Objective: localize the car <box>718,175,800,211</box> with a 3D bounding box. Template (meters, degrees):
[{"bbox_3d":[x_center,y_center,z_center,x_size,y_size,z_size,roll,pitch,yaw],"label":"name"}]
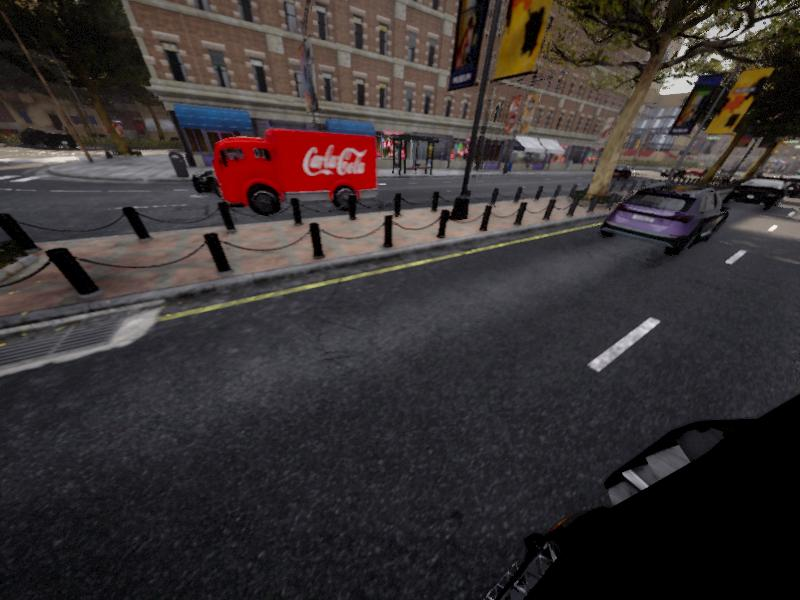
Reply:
[{"bbox_3d":[22.871,-6.895,14.644,5.238,1.638,1.930,-16,38,-26],"label":"car"}]

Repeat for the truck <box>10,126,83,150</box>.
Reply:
[{"bbox_3d":[-43.573,-20.033,28.552,6.274,2.098,2.390,12,34,13],"label":"truck"}]

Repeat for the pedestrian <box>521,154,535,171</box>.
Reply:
[{"bbox_3d":[17.112,-18.383,30.881,0.751,1.860,0.751,-12,37,-22],"label":"pedestrian"}]

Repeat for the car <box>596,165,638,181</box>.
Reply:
[{"bbox_3d":[25.541,-14.972,27.212,4.181,1.385,1.994,-16,38,-26],"label":"car"}]

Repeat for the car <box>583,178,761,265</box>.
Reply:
[{"bbox_3d":[8.440,-2.699,7.204,4.856,1.649,2.033,-17,38,-26],"label":"car"}]

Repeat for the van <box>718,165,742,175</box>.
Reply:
[{"bbox_3d":[75.092,-29.600,52.584,4.442,1.987,1.775,-16,38,-26],"label":"van"}]

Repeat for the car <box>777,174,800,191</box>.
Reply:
[{"bbox_3d":[45.827,-13.502,26.534,4.892,1.490,1.837,-16,38,-27],"label":"car"}]

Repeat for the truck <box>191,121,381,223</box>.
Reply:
[{"bbox_3d":[-3.634,-4.699,8.462,5.204,2.467,2.627,-16,38,-27],"label":"truck"}]

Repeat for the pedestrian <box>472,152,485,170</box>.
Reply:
[{"bbox_3d":[9.326,-16.538,27.486,0.751,1.860,0.751,-13,37,-23],"label":"pedestrian"}]

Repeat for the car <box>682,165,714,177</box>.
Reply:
[{"bbox_3d":[53.895,-23.317,41.741,4.611,1.667,2.242,-16,38,-27],"label":"car"}]

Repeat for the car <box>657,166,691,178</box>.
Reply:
[{"bbox_3d":[41.826,-19.559,35.305,3.806,1.475,1.970,-14,37,-23],"label":"car"}]

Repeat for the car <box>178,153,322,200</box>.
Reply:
[{"bbox_3d":[-6.480,-5.755,10.666,4.974,1.542,2.038,-16,38,-26],"label":"car"}]

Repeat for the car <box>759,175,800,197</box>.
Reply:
[{"bbox_3d":[35.883,-10.604,21.403,3.806,1.475,1.970,-16,38,-26],"label":"car"}]
